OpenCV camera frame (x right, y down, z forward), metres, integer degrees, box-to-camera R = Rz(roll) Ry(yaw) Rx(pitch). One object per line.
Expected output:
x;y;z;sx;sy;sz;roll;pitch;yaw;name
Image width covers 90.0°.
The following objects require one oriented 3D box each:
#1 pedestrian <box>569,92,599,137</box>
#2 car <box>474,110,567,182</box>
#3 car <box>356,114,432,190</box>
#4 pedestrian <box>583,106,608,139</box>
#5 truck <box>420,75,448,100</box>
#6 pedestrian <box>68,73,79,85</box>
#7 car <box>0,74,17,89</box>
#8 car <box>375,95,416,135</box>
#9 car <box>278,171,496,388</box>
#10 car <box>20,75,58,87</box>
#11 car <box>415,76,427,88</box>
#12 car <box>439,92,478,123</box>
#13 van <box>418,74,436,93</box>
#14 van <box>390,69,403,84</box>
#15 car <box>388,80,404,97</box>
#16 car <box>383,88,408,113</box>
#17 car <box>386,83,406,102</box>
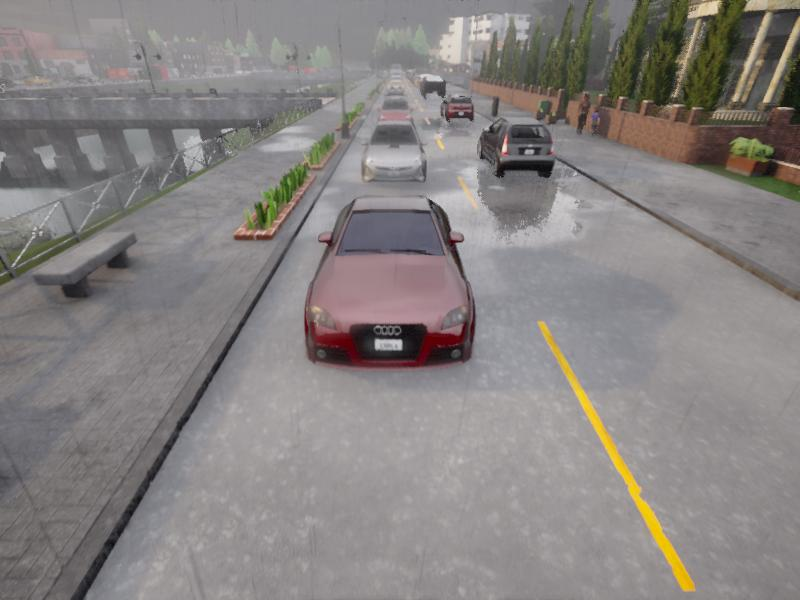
8.568;-8.657;18.699;0.751;1.860;0.751;4;31;7;pedestrian
3.811;-5.305;13.473;1.851;1.617;3.988;0;30;0;car
-0.179;-4.909;12.872;2.007;1.525;4.514;0;30;0;car
9.073;-8.281;18.613;0.751;1.300;0.751;13;33;20;pedestrian
3.578;-23.213;43.588;2.390;2.098;6.274;0;30;0;truck
-58.059;-39.344;71.092;0.751;1.860;0.751;-11;32;-18;pedestrian
-62.256;-33.850;61.943;1.905;1.878;3.866;0;30;0;car
-0.248;-10.255;22.009;2.007;1.525;4.514;0;30;0;car
-0.120;-0.690;5.821;1.994;1.385;4.181;0;30;0;car
-62.315;-37.914;69.214;1.801;1.575;5.366;0;30;0;car
3.407;-35.876;65.744;1.801;1.575;5.366;0;30;0;car
3.711;-12.610;26.088;1.816;1.474;4.193;0;30;0;car
3.508;-28.443;52.583;2.069;2.038;4.480;0;30;0;van
-0.707;-44.805;80.151;2.351;2.431;6.366;0;30;0;van
-0.453;-25.210;47.555;1.882;1.535;5.008;0;30;0;car
-0.333;-15.561;31.129;1.816;1.474;4.193;0;30;0;car
-0.391;-20.533;39.572;1.845;1.501;3.633;0;30;0;car
